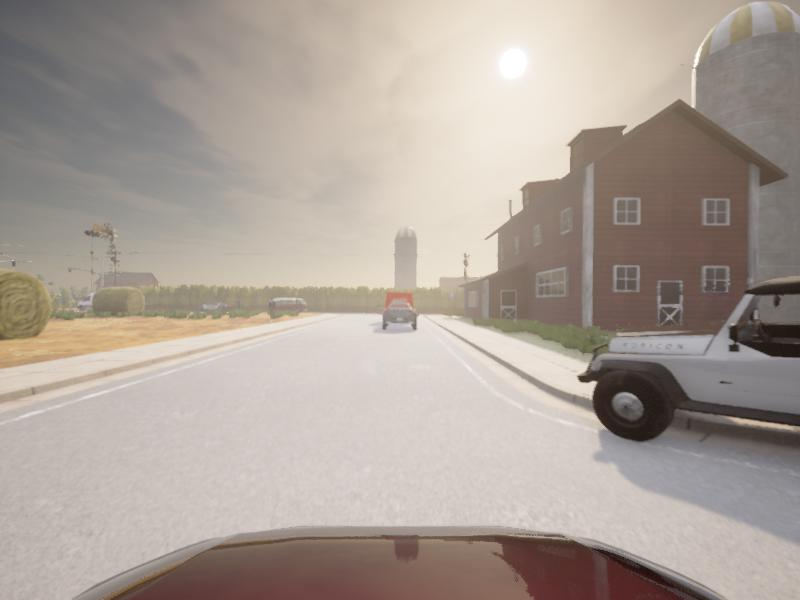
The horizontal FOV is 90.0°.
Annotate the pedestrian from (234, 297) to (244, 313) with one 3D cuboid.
[{"bbox_3d":[-18.455,0.572,45.870,0.751,1.860,0.751,1,0,4],"label":"pedestrian"}]

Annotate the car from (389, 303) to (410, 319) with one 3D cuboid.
[{"bbox_3d":[-0.001,1.081,41.777,2.038,1.542,4.974,1,0,0],"label":"car"}]

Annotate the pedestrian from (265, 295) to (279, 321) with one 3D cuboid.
[{"bbox_3d":[-9.385,0.588,29.357,0.751,1.860,0.751,1,0,-4],"label":"pedestrian"}]

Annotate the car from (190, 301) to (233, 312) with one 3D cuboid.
[{"bbox_3d":[-26.334,0.909,56.010,4.974,1.542,2.038,1,0,1],"label":"car"}]

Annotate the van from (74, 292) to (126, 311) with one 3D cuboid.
[{"bbox_3d":[-42.111,0.225,56.277,5.915,2.561,1.988,1,0,2],"label":"van"}]

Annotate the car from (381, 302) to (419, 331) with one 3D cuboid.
[{"bbox_3d":[-0.010,0.960,25.364,2.152,1.651,5.027,1,0,0],"label":"car"}]

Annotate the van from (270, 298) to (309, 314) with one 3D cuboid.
[{"bbox_3d":[-14.370,0.757,52.341,4.480,2.038,2.069,1,0,1],"label":"van"}]

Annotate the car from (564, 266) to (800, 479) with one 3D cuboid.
[{"bbox_3d":[4.175,0.614,4.351,1.905,1.878,3.866,-7,3,-42],"label":"car"}]

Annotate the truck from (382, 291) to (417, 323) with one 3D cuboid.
[{"bbox_3d":[-0.019,0.575,33.612,2.627,2.467,5.204,1,0,0],"label":"truck"}]
